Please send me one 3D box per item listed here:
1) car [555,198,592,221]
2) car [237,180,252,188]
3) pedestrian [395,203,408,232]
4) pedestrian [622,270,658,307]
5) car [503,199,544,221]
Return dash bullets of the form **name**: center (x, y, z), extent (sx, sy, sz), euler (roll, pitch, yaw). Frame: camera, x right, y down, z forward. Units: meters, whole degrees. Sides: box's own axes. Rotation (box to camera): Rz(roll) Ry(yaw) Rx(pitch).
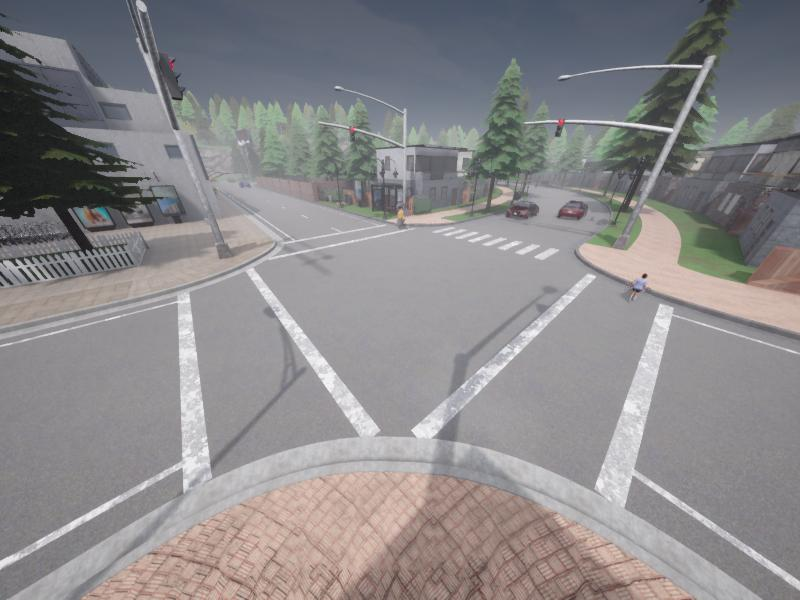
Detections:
- **car**: center (17.111, -8.975, 22.704), extent (1.994, 1.385, 4.181), euler (24, 38, 35)
- **car**: center (-36.413, -27.167, 54.095), extent (2.007, 1.525, 4.514), euler (-22, 36, -33)
- **pedestrian**: center (0.093, -6.212, 17.406), extent (0.751, 1.860, 0.751), euler (-12, 32, -19)
- **pedestrian**: center (8.423, -0.417, 8.141), extent (0.500, 1.100, 0.500), euler (25, 38, 36)
- **car**: center (12.001, -8.806, 22.412), extent (1.994, 1.385, 4.181), euler (25, 39, 37)
